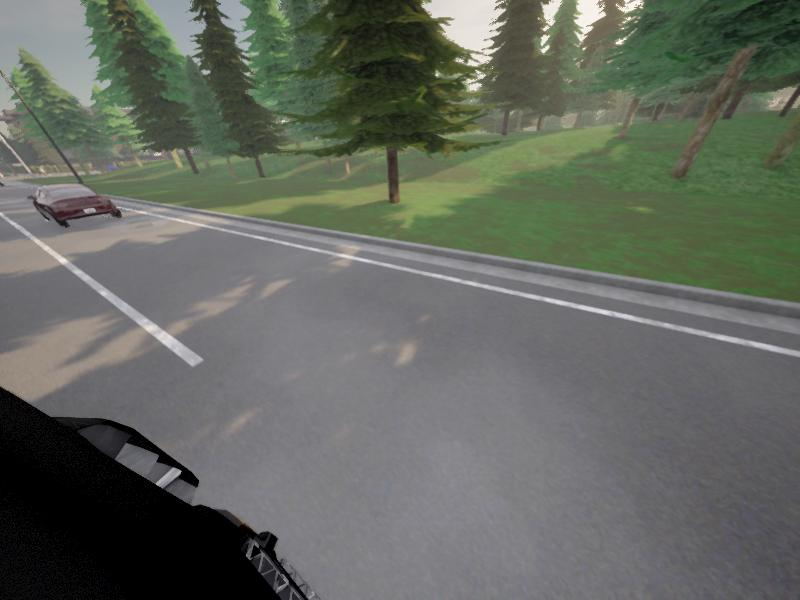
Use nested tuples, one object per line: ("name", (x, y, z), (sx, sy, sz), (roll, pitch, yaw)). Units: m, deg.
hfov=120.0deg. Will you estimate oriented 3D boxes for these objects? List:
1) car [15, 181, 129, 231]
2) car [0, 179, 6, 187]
("car", (-14.536, -4.325, 10.250), (4.674, 1.442, 1.812), (16, 38, 26))
("car", (-54.733, -15.894, 30.479), (5.238, 1.638, 1.930), (16, 38, 26))
